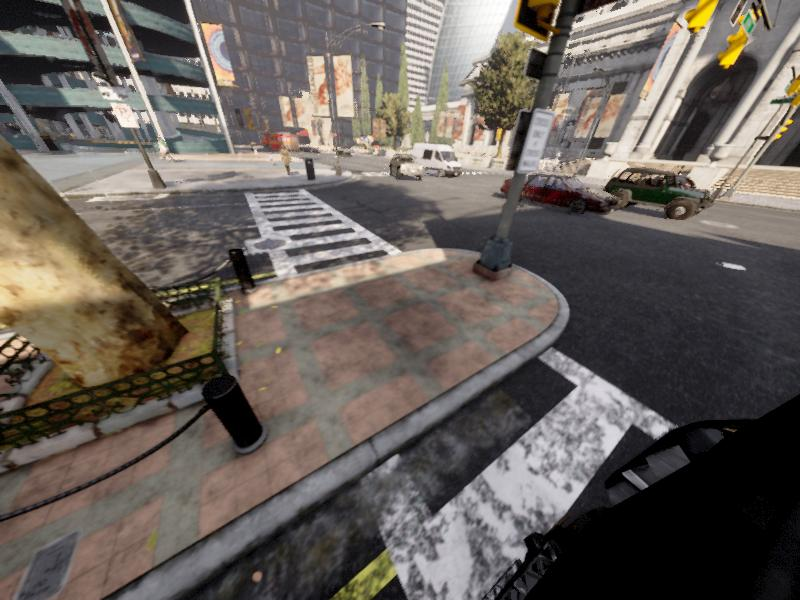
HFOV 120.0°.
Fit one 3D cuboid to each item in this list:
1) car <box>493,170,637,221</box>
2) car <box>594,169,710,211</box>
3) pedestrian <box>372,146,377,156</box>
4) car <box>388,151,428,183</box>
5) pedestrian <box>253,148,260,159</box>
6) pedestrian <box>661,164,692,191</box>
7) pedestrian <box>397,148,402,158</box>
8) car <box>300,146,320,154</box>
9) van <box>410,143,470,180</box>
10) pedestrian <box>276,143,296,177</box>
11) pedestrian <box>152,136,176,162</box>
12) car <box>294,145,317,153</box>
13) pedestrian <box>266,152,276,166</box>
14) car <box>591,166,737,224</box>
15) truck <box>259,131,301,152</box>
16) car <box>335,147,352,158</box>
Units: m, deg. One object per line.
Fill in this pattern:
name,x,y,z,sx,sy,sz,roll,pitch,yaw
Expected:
car,7.698,-5.445,11.540,2.033,1.411,5.357,-17,39,-28
car,14.502,-6.580,13.606,1.851,1.617,3.988,-17,39,-28
pedestrian,-5.888,-34.126,52.964,0.751,1.860,0.751,-19,39,-30
car,0.460,-10.835,18.654,1.932,1.855,4.605,-4,34,-13
pedestrian,-17.991,-18.369,28.912,0.500,1.100,0.500,-14,37,-24
pedestrian,22.639,-10.054,18.953,0.751,1.860,0.751,-18,39,-28
pedestrian,-0.197,-31.343,49.224,0.751,1.860,0.751,-15,37,-25
car,-20.445,-33.974,52.328,4.181,1.385,1.994,22,38,27
van,3.493,-13.367,22.112,1.988,2.561,5.915,-17,39,-28
pedestrian,-7.586,-9.326,15.422,0.751,1.860,0.751,-5,34,-11
pedestrian,-20.261,-12.921,19.824,0.751,1.860,0.751,-27,44,-37
car,-23.356,-37.426,57.234,4.902,1.511,2.128,17,36,20
pedestrian,-12.046,-13.218,21.622,0.500,1.100,0.500,-8,35,-15
car,12.204,-5.177,11.051,1.905,1.878,3.866,-17,38,-28
truck,-28.596,-37.747,55.133,8.468,3.827,2.891,12,35,14
car,-11.209,-29.220,45.736,1.789,1.549,3.705,-23,41,-33
